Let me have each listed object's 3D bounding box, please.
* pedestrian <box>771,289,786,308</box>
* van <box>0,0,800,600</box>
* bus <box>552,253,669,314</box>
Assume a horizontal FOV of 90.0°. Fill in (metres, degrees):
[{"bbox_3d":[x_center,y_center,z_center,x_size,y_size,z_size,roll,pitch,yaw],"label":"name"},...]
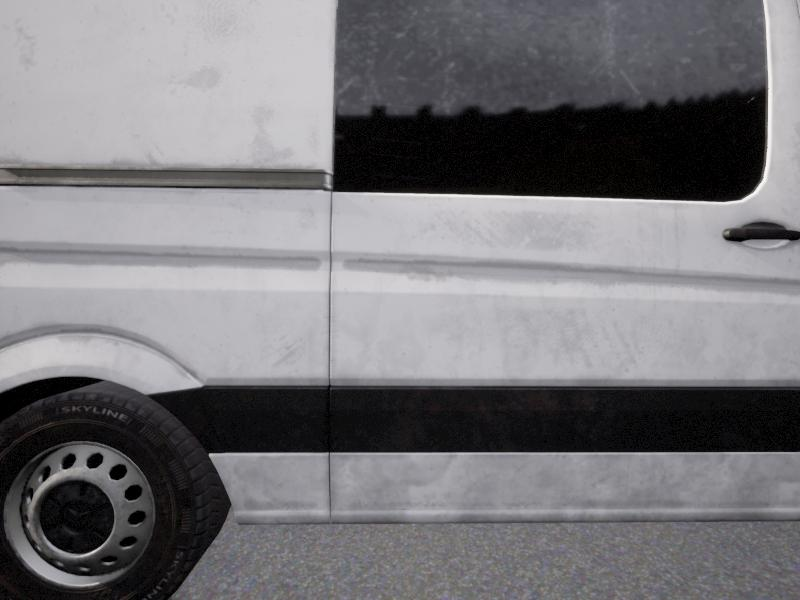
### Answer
[{"bbox_3d":[36.795,-0.115,38.892,0.751,1.860,0.751,0,0,0],"label":"pedestrian"},{"bbox_3d":[0.744,-0.278,2.191,5.915,2.561,1.988,0,0,-1],"label":"van"},{"bbox_3d":[16.488,-1.134,32.689,3.944,4.253,10.273,0,0,-2],"label":"bus"}]
